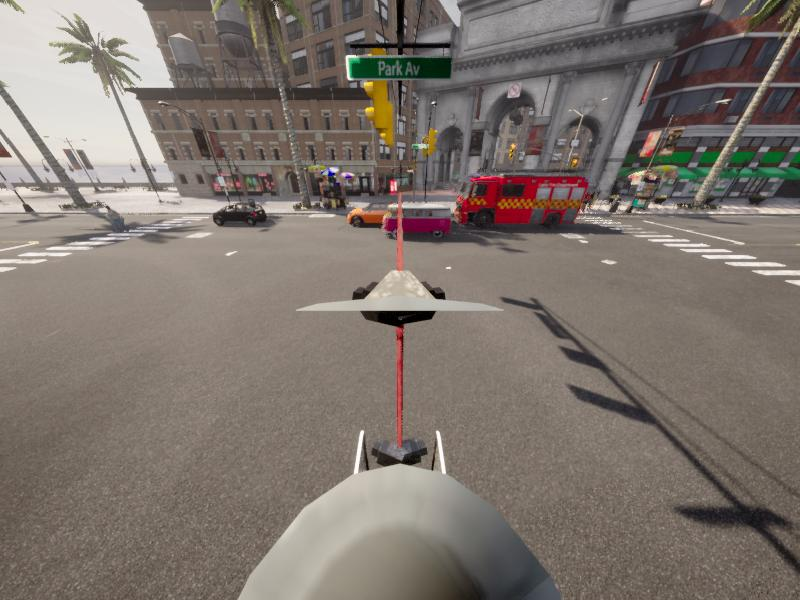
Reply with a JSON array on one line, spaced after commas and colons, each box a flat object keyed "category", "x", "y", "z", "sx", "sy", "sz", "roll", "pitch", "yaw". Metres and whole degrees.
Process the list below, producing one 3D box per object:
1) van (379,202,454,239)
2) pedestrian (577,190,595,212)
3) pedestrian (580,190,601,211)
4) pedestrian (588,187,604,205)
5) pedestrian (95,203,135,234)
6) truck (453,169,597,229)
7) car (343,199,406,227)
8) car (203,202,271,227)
[{"category": "van", "x": 0.976, "y": -5.159, "z": 14.954, "sx": 4.442, "sy": 1.987, "sz": 1.775, "roll": 0, "pitch": 30, "yaw": 1}, {"category": "pedestrian", "x": 18.209, "y": -9.734, "z": 22.652, "sx": 0.751, "sy": 1.860, "sz": 0.751, "roll": 13, "pitch": 32, "yaw": 21}, {"category": "pedestrian", "x": 18.781, "y": -9.831, "z": 22.820, "sx": 0.751, "sy": 1.860, "sz": 0.751, "roll": -9, "pitch": 31, "yaw": -15}, {"category": "pedestrian", "x": 22.458, "y": -11.913, "z": 26.426, "sx": 0.751, "sy": 1.860, "sz": 0.751, "roll": 25, "pitch": 38, "yaw": 36}, {"category": "pedestrian", "x": -19.096, "y": -5.437, "z": 15.514, "sx": 0.751, "sy": 1.860, "sz": 0.751, "roll": 0, "pitch": 30, "yaw": 0}, {"category": "truck", "x": 8.754, "y": -7.664, "z": 17.455, "sx": 8.468, "sy": 3.827, "sz": 2.891, "roll": 0, "pitch": 30, "yaw": 1}, {"category": "car", "x": -1.819, "y": -6.839, "z": 18.061, "sx": 4.553, "sy": 1.767, "sz": 2.097, "roll": 0, "pitch": 30, "yaw": 1}, {"category": "car", "x": -12.702, "y": -6.799, "z": 18.228, "sx": 3.705, "sy": 1.549, "sz": 1.789, "roll": 0, "pitch": 30, "yaw": 1}]
